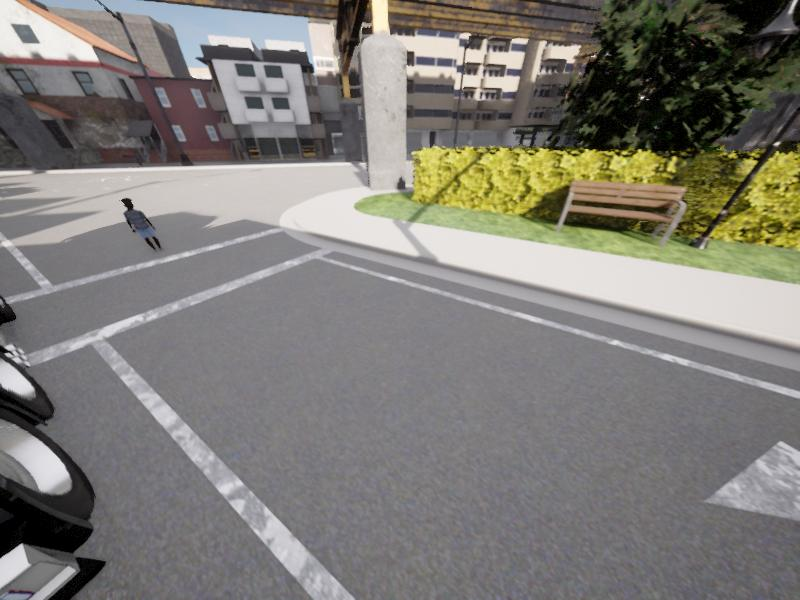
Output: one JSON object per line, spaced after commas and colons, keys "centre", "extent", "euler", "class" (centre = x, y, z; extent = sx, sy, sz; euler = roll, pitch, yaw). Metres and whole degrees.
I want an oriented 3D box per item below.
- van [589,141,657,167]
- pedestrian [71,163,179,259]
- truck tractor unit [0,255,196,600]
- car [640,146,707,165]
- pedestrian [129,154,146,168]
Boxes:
{"centre": [21.738, -14.336, 22.637], "extent": [4.480, 2.038, 2.069], "euler": [-9, 36, -12], "class": "van"}
{"centre": [-6.089, -2.026, 5.297], "extent": [0.751, 1.860, 0.751], "euler": [-22, 40, -28], "class": "pedestrian"}
{"centre": [-5.094, -0.318, 0.796], "extent": [6.516, 4.208, 3.053], "euler": [19, 39, 25], "class": "truck tractor unit"}
{"centre": [28.616, -15.201, 24.225], "extent": [5.366, 1.575, 1.801], "euler": [-9, 36, -12], "class": "car"}
{"centre": [-25.031, -13.261, 22.010], "extent": [0.500, 1.100, 0.500], "euler": [-10, 36, -14], "class": "pedestrian"}
